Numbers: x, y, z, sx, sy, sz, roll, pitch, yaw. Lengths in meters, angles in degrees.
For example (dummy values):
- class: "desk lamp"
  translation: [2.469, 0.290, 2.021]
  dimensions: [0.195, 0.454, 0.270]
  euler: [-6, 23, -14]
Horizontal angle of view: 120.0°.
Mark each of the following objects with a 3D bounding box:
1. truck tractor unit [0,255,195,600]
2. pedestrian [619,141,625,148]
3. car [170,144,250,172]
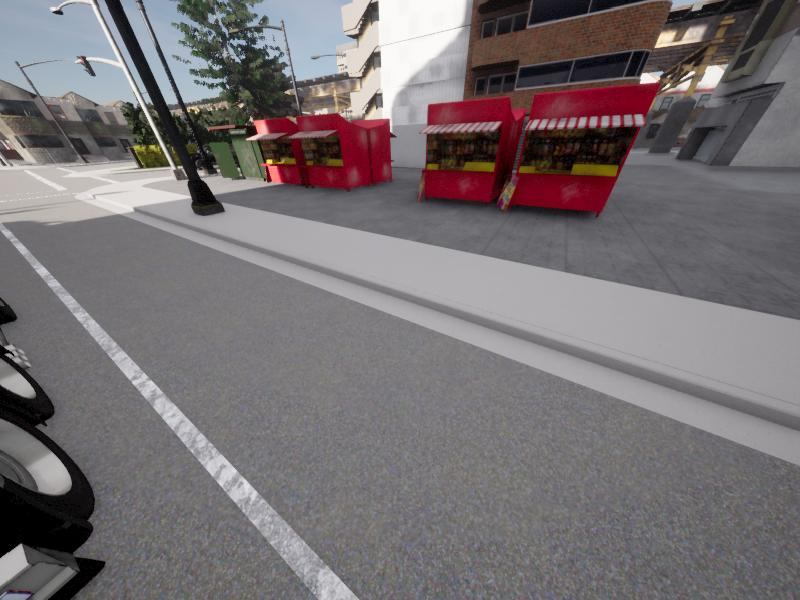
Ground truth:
- class: "truck tractor unit"
  translation: [-5.097, -0.314, 0.801]
  dimensions: [6.516, 4.208, 3.053]
  euler: [19, 39, 25]
- class: "pedestrian"
  translation: [43.079, -30.096, 44.815]
  dimensions: [0.500, 1.100, 0.500]
  euler: [18, 39, 25]
- class: "car"
  translation: [-19.117, -14.654, 23.663]
  dimensions: [2.150, 2.045, 5.566]
  euler: [18, 39, 26]
